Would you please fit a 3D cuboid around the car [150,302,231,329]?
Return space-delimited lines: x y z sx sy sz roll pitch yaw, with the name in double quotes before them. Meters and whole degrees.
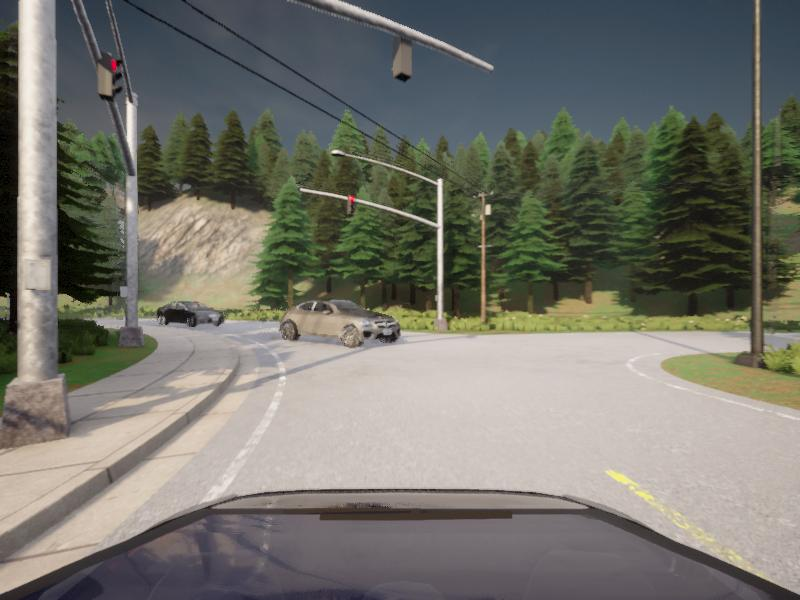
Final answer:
"car" -12.725 0.849 24.234 4.902 1.511 2.128 0 0 31

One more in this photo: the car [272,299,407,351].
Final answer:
"car" -2.410 0.790 15.105 5.027 1.651 2.152 0 0 38
